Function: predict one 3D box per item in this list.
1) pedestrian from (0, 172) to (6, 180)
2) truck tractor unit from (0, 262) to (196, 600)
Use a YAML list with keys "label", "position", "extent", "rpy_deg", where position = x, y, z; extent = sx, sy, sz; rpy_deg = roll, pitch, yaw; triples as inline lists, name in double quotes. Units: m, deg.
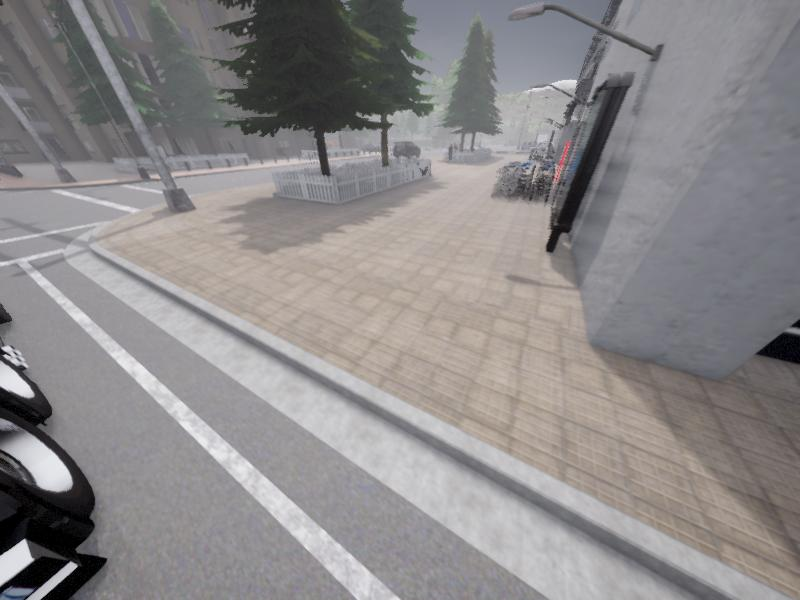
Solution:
- label: "pedestrian"
  position: [-26.945, -8.519, 15.211]
  extent: [0.500, 1.100, 0.500]
  rpy_deg: [16, 38, 22]
- label: "truck tractor unit"
  position: [-5.108, -0.303, 0.790]
  extent: [6.516, 4.208, 3.053]
  rpy_deg: [18, 39, 24]
